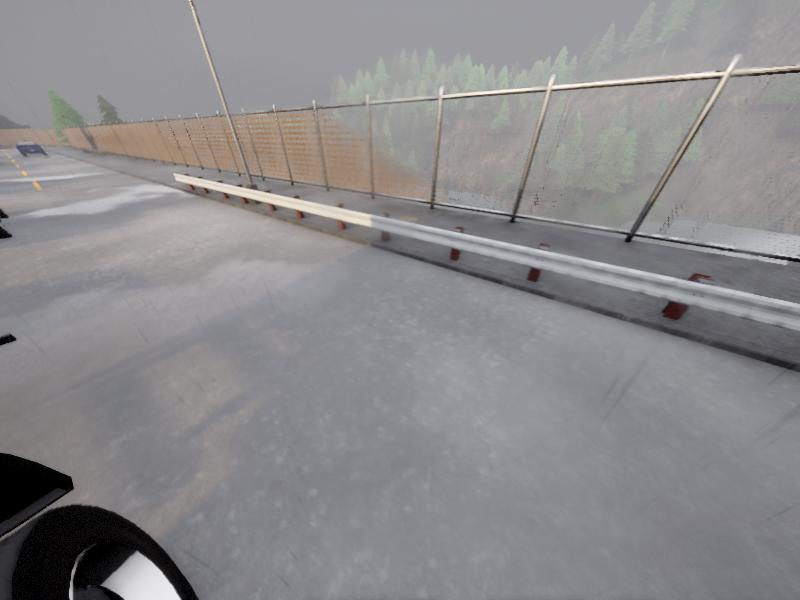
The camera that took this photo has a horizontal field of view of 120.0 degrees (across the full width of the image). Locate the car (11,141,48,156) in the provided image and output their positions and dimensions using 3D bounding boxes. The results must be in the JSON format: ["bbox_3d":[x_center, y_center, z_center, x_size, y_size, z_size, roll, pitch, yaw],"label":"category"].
[{"bbox_3d":[-48.953,-20.056,30.510,5.008,1.535,1.882,22,41,28],"label":"car"}]

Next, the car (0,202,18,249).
[{"bbox_3d":[-12.145,-2.427,5.806,5.238,1.638,1.930,22,41,28],"label":"car"}]
